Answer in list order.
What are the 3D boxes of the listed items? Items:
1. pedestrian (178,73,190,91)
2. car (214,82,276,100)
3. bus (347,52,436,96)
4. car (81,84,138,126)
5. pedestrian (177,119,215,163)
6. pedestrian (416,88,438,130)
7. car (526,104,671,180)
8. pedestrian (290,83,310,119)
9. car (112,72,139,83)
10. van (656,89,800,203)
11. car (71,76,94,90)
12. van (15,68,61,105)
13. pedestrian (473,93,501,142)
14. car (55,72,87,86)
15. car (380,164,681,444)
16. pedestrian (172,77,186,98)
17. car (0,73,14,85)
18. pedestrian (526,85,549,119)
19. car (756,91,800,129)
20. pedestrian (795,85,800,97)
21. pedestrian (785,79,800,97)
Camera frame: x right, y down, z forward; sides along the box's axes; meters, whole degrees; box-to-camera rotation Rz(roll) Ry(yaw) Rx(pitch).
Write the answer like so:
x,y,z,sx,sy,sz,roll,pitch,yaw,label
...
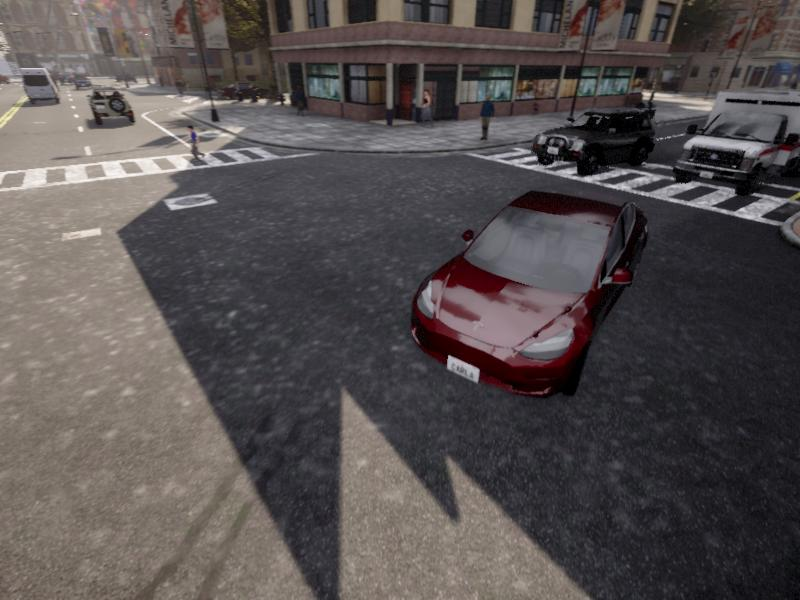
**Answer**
x,y,z,sx,sy,sz,roll,pitch,yaw,label
-25.739,-26.029,47.722,0.751,1.860,0.751,-17,35,-27,pedestrian
-15.471,-21.006,40.153,5.357,1.411,2.033,-20,36,-31,car
-0.876,-27.623,48.875,10.273,4.253,3.944,-20,36,-31,bus
-17.114,-11.535,23.493,1.932,1.855,4.605,-20,36,-31,car
-7.162,-5.589,14.061,0.751,1.300,0.751,-21,37,-32,pedestrian
1.365,-9.900,20.711,0.751,1.860,0.751,-18,35,-29,pedestrian
6.797,-5.547,13.719,4.605,1.855,1.932,-18,35,-29,car
-6.099,-12.133,24.383,0.751,1.860,0.751,-21,37,-32,pedestrian
-49.211,-39.983,71.763,1.851,1.617,3.988,0,30,0,car
10.983,-5.000,12.318,6.366,2.431,2.351,-20,36,-31,van
-40.674,-27.840,51.267,1.816,1.474,4.193,-19,36,-29,car
-30.787,-18.342,34.200,1.988,2.561,5.915,-20,36,-31,van
3.788,-8.009,17.530,0.751,1.860,0.751,19,35,28,pedestrian
-50.490,-34.066,61.562,2.152,1.651,5.027,-9,32,-16,car
2.101,-0.589,5.572,2.163,1.488,4.792,21,36,31,car
-21.803,-20.990,39.502,0.751,1.860,0.751,-15,34,-25,pedestrian
-60.671,-33.205,60.073,2.002,1.452,4.674,-8,32,-15,car
8.695,-12.567,25.390,0.751,1.860,0.751,-18,35,-28,pedestrian
24.854,-12.038,25.196,4.553,1.767,2.097,-20,36,-31,car
48.419,-25.419,48.023,0.751,1.860,0.751,-21,37,-32,pedestrian
47.804,-25.763,48.599,0.751,1.860,0.751,26,39,36,pedestrian
